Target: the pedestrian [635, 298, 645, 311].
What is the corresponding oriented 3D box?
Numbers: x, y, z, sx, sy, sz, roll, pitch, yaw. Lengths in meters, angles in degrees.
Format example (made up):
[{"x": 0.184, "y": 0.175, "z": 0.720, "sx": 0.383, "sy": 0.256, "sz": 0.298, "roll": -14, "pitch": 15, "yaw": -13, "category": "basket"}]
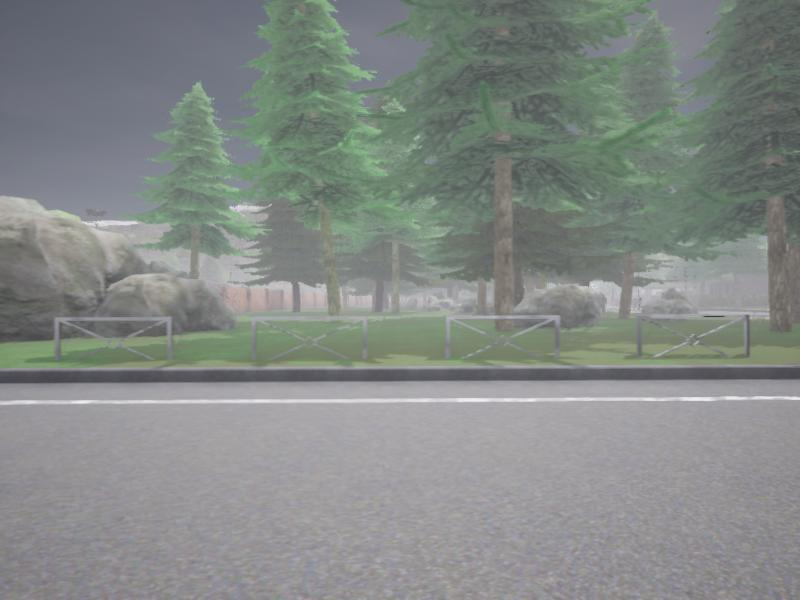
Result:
[{"x": 19.475, "y": 0.362, "z": 32.482, "sx": 0.500, "sy": 1.100, "sz": 0.500, "roll": 0, "pitch": 0, "yaw": 1, "category": "pedestrian"}]
